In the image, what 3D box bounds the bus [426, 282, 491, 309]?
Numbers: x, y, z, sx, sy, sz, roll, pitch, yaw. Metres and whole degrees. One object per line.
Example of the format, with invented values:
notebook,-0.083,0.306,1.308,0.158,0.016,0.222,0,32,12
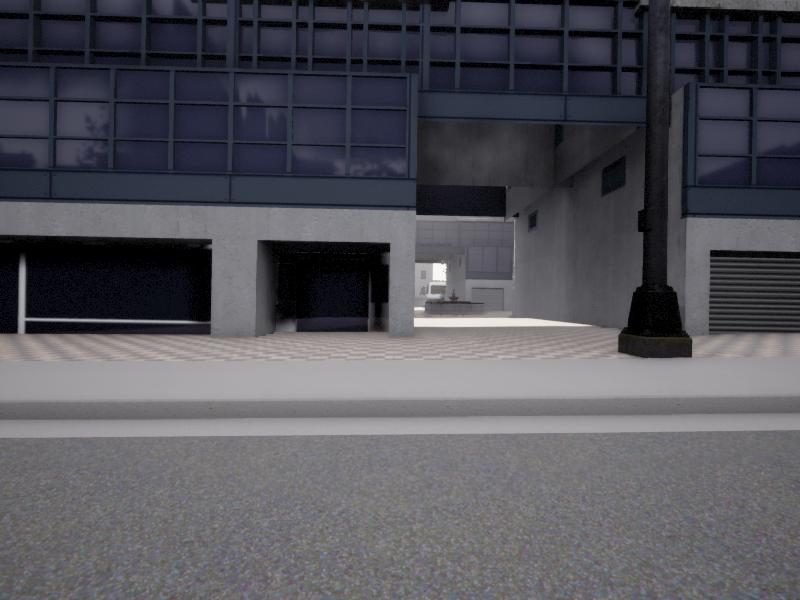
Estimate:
bus,9.565,-0.729,66.664,10.273,4.253,3.944,1,-1,0
